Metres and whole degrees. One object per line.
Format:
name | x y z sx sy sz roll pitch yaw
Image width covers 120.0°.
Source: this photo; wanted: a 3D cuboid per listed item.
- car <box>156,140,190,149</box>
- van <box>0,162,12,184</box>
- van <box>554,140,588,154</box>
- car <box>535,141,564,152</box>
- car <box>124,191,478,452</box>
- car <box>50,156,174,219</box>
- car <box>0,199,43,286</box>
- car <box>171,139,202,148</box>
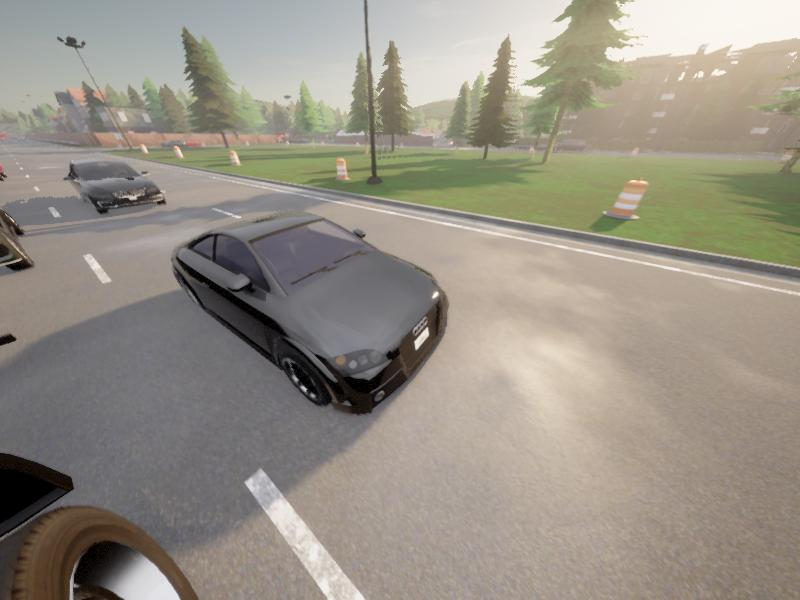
car | -48.673 -33.531 49.641 2.007 1.525 4.514 13 37 17
van | -24.294 -7.764 12.933 4.442 1.987 1.775 24 42 30
van | 31.309 -28.210 42.432 4.442 1.987 1.775 22 41 28
car | 31.806 -32.791 49.263 4.611 1.667 2.242 22 41 28
car | -1.424 -0.386 3.248 4.181 1.385 1.994 21 40 27
car | -11.078 -4.502 8.872 4.892 1.490 1.837 23 41 28
car | -9.690 -1.494 4.515 5.027 1.651 2.152 22 41 28
car | -49.907 -36.729 54.085 2.242 1.667 4.611 17 38 22
